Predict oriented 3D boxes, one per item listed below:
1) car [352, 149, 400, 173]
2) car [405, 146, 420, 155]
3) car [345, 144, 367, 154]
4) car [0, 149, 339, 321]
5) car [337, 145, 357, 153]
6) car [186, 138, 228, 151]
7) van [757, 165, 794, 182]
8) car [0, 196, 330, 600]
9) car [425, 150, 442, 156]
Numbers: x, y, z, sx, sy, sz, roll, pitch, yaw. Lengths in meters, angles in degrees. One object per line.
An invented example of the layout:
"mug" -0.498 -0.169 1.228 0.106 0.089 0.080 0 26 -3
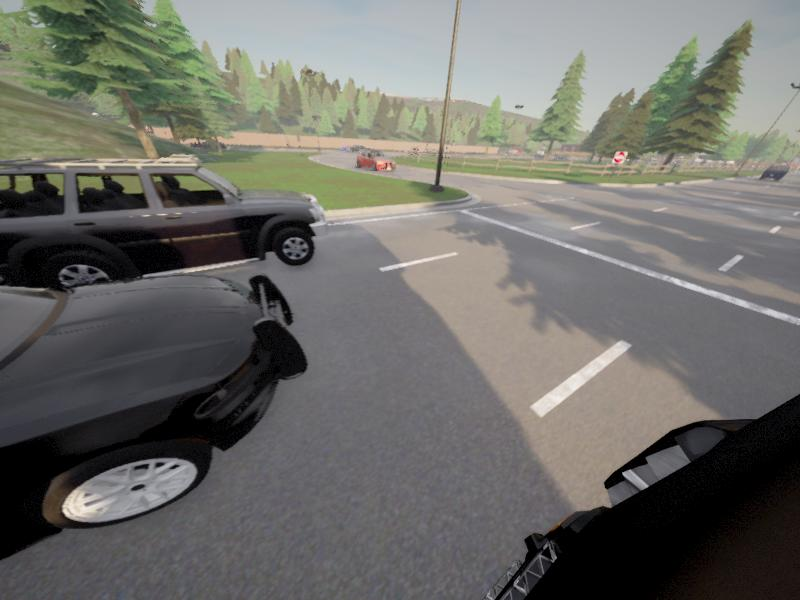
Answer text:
"car" -2.381 -13.346 22.066 2.242 1.667 4.611 -23 42 -32
"car" 3.635 -43.006 66.455 3.866 1.878 1.905 -16 38 -26
"car" -10.629 -36.571 55.825 4.605 1.855 1.932 -16 38 -26
"car" -3.781 -1.540 4.215 4.605 1.855 1.932 -16 38 -26
"car" -13.949 -39.952 60.989 4.514 1.525 2.007 -16 38 -26
"car" -33.827 -27.423 40.719 5.238 1.638 1.930 -16 38 -26
"van" 55.827 -18.883 34.312 4.442 1.987 1.775 -16 38 -26
"car" -3.342 0.688 1.147 5.238 1.638 1.930 -16 38 -26
"car" 9.121 -39.891 62.654 4.181 1.385 1.994 -16 38 -26
